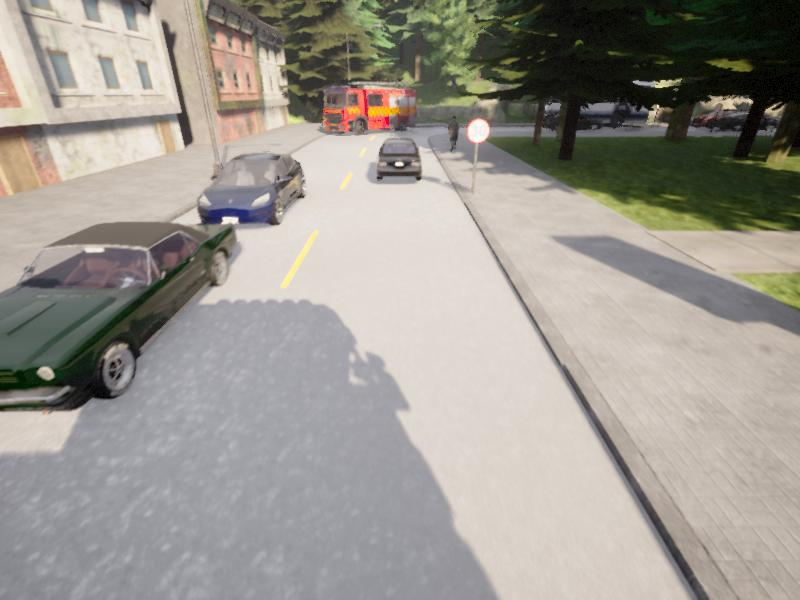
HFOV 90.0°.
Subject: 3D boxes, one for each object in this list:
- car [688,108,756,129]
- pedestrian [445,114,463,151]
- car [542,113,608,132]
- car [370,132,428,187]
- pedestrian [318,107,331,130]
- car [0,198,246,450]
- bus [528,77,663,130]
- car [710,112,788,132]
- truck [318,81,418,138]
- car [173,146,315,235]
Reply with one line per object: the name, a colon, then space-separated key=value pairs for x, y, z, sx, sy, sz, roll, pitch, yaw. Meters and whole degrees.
car: x=31.455 y=-17.862 z=39.232 sx=4.553 sy=1.767 sz=2.097 roll=0 pitch=27 yaw=0
pedestrian: x=3.040 y=-9.434 z=22.569 sx=0.751 sy=1.860 sz=0.751 roll=9 pitch=29 yaw=17
car: x=15.476 y=-15.818 z=35.612 sx=4.892 sy=1.490 sz=1.837 roll=-1 pitch=27 yaw=-1
car: x=-0.032 y=-6.005 z=16.710 sx=2.033 sy=1.411 sz=5.357 roll=0 pitch=27 yaw=0
pedestrian: x=-6.793 y=-16.420 z=36.118 sx=0.751 sy=1.860 sz=0.751 roll=-20 pitch=33 yaw=-33
car: x=-4.006 y=-0.226 z=5.617 sx=1.895 sy=1.301 sz=4.718 roll=0 pitch=27 yaw=-1
bus: x=18.387 y=-18.846 z=38.482 sx=10.273 sy=4.253 sz=3.944 roll=0 pitch=27 yaw=-1
car: x=31.070 y=-15.895 z=35.751 sx=4.892 sy=1.490 sz=1.837 roll=-1 pitch=27 yaw=0
truck: x=-2.360 y=-16.001 z=33.442 sx=2.891 sy=3.827 sz=8.468 roll=22 pitch=35 yaw=37
car: x=-4.025 y=-3.342 z=11.457 sx=2.163 sy=1.488 sz=4.792 roll=0 pitch=27 yaw=0
